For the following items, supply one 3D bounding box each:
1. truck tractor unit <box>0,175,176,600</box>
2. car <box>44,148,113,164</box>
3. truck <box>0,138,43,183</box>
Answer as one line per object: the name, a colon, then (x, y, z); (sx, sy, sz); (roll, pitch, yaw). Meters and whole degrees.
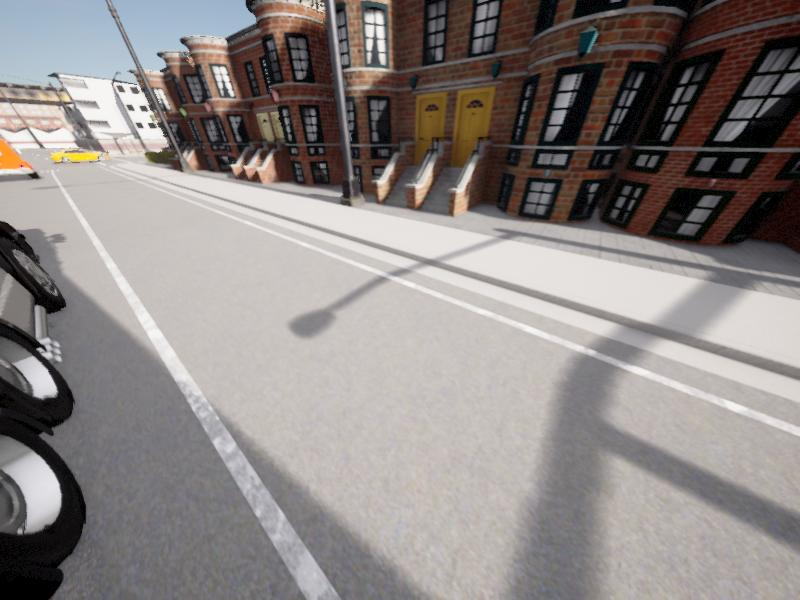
truck tractor unit: (-4.953, -0.434, 0.973); (6.516, 4.208, 3.053); (25, 42, 31)
car: (-41.213, -18.624, 29.782); (1.882, 1.535, 5.008); (23, 41, 30)
truck: (-28.722, -9.999, 16.447); (5.204, 2.467, 2.627); (23, 41, 30)
